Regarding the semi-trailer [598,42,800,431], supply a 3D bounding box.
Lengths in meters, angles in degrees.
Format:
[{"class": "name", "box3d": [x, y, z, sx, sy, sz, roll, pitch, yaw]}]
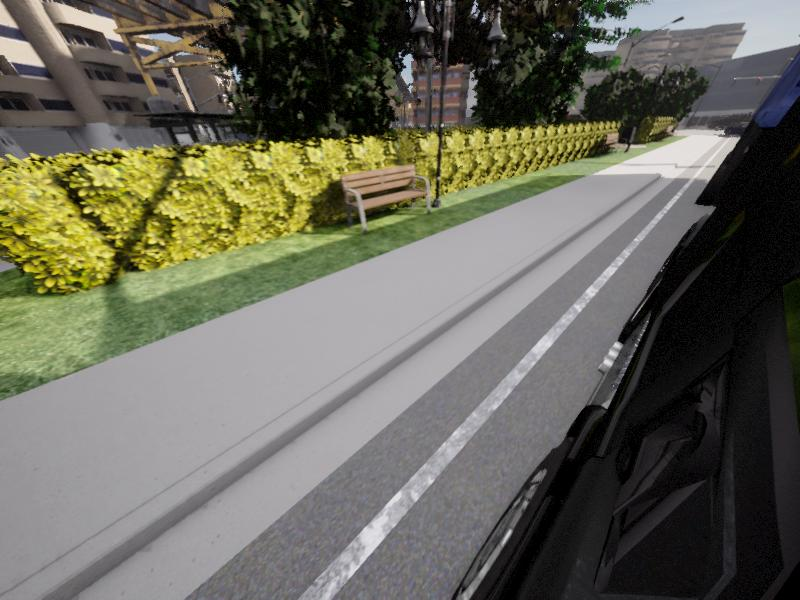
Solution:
[{"class": "semi-trailer", "box3d": [8.690, -3.601, 4.249, 14.254, 4.402, 2.717, -28, 44, -30]}]

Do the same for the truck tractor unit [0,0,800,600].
[{"class": "truck tractor unit", "box3d": [2.645, -0.295, 0.351, 6.516, 4.208, 3.053, -28, 44, -30]}]

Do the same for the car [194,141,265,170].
[{"class": "car", "box3d": [-14.533, -12.715, 20.159, 2.152, 1.651, 5.027, 1, 37, 5]}]

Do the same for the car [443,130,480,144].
[{"class": "car", "box3d": [9.059, -24.341, 34.423, 4.902, 1.511, 2.128, 2, 37, 6]}]

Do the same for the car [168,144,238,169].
[{"class": "car", "box3d": [-17.938, -13.435, 21.442, 2.163, 1.488, 4.792, 2, 37, 5]}]

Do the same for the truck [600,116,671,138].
[{"class": "truck", "box3d": [32.289, -23.862, 31.920, 6.274, 2.098, 2.390, 2, 37, 6]}]

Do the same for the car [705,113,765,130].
[{"class": "car", "box3d": [55.743, -29.863, 38.707, 2.150, 2.045, 5.566, 2, 36, 5]}]

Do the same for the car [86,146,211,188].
[{"class": "car", "box3d": [-15.200, -8.517, 14.564, 1.930, 1.638, 5.238, 1, 37, 5]}]

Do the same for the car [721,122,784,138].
[{"class": "car", "box3d": [38.158, -18.616, 25.216, 1.895, 1.301, 4.718, 15, 40, 22]}]
